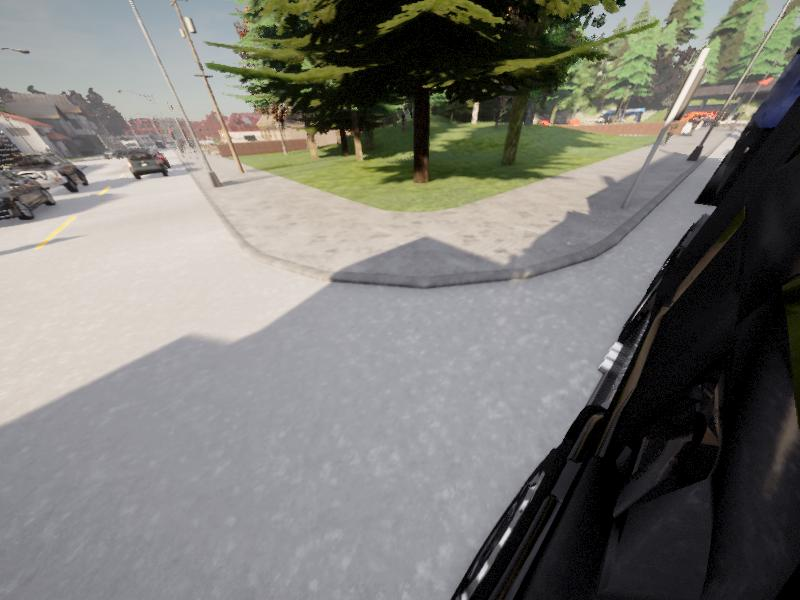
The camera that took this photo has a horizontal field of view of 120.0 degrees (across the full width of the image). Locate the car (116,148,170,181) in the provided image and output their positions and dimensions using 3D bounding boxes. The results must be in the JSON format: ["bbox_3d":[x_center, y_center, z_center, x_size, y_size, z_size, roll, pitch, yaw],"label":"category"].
[{"bbox_3d":[-18.286,-9.824,16.631,1.851,1.617,3.988,-28,43,-30],"label":"car"}]

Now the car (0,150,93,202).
[{"bbox_3d":[-19.356,-6.933,12.603,1.932,1.855,4.605,-28,44,-30],"label":"car"}]

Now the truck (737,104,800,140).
[{"bbox_3d":[35.112,-16.825,21.895,5.204,2.467,2.627,-27,43,-30],"label":"truck"}]

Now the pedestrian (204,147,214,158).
[{"bbox_3d":[-23.158,-17.905,27.971,0.500,1.100,0.500,-27,43,-29],"label":"pedestrian"}]

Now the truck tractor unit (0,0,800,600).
[{"bbox_3d":[2.645,-0.295,0.351,6.516,4.208,3.053,-28,44,-30],"label":"truck tractor unit"}]

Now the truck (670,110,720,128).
[{"bbox_3d":[57.032,-35.003,44.803,2.627,2.467,5.204,-25,42,-27],"label":"truck"}]

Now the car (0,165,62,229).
[{"bbox_3d":[-15.166,-3.850,8.529,1.837,1.490,4.892,-28,44,-30],"label":"car"}]

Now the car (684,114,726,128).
[{"bbox_3d":[54.876,-32.224,41.706,1.905,1.878,3.866,-21,40,-24],"label":"car"}]

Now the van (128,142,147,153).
[{"bbox_3d":[-63.477,-37.064,55.989,2.069,2.038,4.480,-28,44,-30],"label":"van"}]

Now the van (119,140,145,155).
[{"bbox_3d":[-55.623,-31.836,48.153,2.351,2.431,6.366,-28,44,-30],"label":"van"}]

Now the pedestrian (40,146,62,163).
[{"bbox_3d":[-47.545,-19.832,31.470,0.751,1.860,0.751,-32,45,-33],"label":"pedestrian"}]

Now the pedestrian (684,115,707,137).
[{"bbox_3d":[32.829,-19.359,25.704,0.751,1.860,0.751,26,45,32],"label":"pedestrian"}]

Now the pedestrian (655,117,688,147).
[{"bbox_3d":[21.305,-13.193,18.186,0.751,1.860,0.751,-16,39,-17],"label":"pedestrian"}]

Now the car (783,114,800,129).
[{"bbox_3d":[55.874,-24.684,31.849,2.038,1.542,4.974,28,46,35],"label":"car"}]

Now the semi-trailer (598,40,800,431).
[{"bbox_3d":[8.678,-3.617,4.250,14.254,4.402,2.717,-28,44,-30],"label":"semi-trailer"}]

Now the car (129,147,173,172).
[{"bbox_3d":[-22.349,-12.706,20.815,2.007,1.525,4.514,-29,44,-31],"label":"car"}]

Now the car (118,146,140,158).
[{"bbox_3d":[-48.120,-26.330,41.100,1.816,1.474,4.193,-28,44,-30],"label":"car"}]

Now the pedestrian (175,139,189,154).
[{"bbox_3d":[-33.803,-23.698,35.766,0.751,1.860,0.751,-20,40,-22],"label":"pedestrian"}]

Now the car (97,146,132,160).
[{"bbox_3d":[-43.392,-22.462,35.195,1.789,1.549,3.705,-17,39,-19],"label":"car"}]

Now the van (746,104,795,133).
[{"bbox_3d":[44.766,-21.949,28.059,5.915,2.561,1.988,-27,43,-30],"label":"van"}]

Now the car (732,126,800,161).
[{"bbox_3d":[21.396,-9.102,13.331,4.181,1.385,1.994,-28,44,-30],"label":"car"}]
